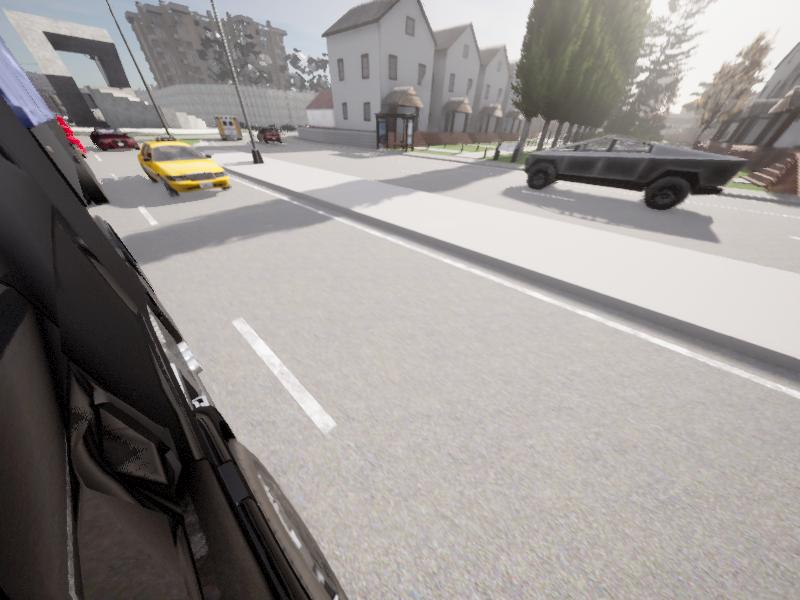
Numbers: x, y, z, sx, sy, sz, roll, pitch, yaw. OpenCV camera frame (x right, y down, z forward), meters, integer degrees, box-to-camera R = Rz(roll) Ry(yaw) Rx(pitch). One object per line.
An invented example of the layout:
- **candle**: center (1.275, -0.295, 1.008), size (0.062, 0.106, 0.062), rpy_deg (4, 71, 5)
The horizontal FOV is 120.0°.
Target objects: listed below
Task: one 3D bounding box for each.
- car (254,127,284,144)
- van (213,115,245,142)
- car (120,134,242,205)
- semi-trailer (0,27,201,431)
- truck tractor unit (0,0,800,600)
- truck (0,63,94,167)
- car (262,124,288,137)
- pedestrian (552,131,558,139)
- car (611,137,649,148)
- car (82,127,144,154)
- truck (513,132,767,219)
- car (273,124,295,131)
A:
- **car**: center (-15.431, -19.314, 27.108), size (1.816, 1.474, 4.193), rpy_deg (-24, 45, -30)
- **van**: center (-21.427, -21.536, 28.954), size (2.351, 2.431, 6.366), rpy_deg (-19, 42, -25)
- **car**: center (-8.265, -5.094, 8.609), size (5.366, 1.575, 1.801), rpy_deg (29, 45, 31)
- **semi-trailer**: center (-8.627, -3.645, 4.308), size (14.254, 4.402, 2.717), rpy_deg (29, 44, 31)
- **truck tractor unit**: center (-2.645, -0.295, 0.351), size (6.516, 4.208, 3.053), rpy_deg (28, 44, 30)
- **truck**: center (-21.433, -10.298, 12.965), size (8.468, 3.827, 2.891), rpy_deg (26, 43, 28)
- **car**: center (-21.187, -28.946, 39.397), size (1.930, 1.638, 5.238), rpy_deg (-1, 37, -5)
- **pedestrian**: center (48.417, -51.594, 72.265), size (0.751, 1.860, 0.751), rpy_deg (-15, 40, -21)
- **car**: center (46.473, -31.976, 46.787), size (4.974, 1.542, 2.038), rpy_deg (11, 38, 12)
- **car**: center (-21.277, -11.907, 17.132), size (4.181, 1.385, 1.994), rpy_deg (26, 43, 28)
- **truck**: center (8.468, -5.315, 9.300), size (6.274, 2.098, 2.390), rpy_deg (29, 45, 31)
- **car**: center (-29.908, -44.492, 59.644), size (4.674, 1.442, 1.812), rpy_deg (-27, 46, -33)
